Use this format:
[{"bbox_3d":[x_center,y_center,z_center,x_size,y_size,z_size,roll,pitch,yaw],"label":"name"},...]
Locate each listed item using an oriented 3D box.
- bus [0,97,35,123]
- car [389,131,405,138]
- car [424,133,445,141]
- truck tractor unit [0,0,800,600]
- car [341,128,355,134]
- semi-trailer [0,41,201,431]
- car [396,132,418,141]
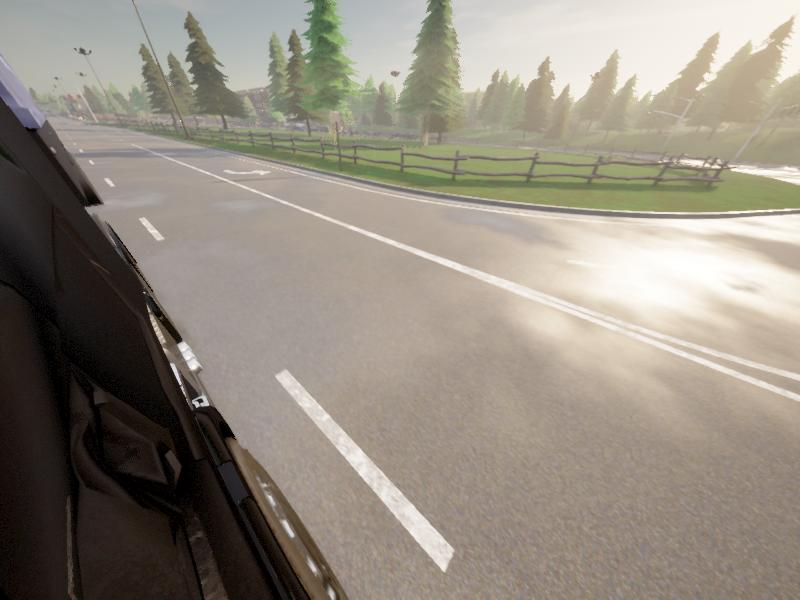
[{"bbox_3d":[-86.433,-42.258,51.422,10.273,4.253,3.944,28,43,30],"label":"bus"},{"bbox_3d":[-0.909,-51.244,71.383,5.008,1.535,1.882,28,43,30],"label":"car"},{"bbox_3d":[9.099,-43.157,61.130,5.366,1.575,1.801,28,43,30],"label":"car"},{"bbox_3d":[-2.645,-0.295,0.351,6.516,4.208,3.053,28,44,30],"label":"truck tractor unit"},{"bbox_3d":[-17.743,-57.570,78.724,5.238,1.638,1.930,28,43,30],"label":"car"},{"bbox_3d":[-8.698,-3.597,4.239,14.254,4.402,2.717,28,43,30],"label":"semi-trailer"},{"bbox_3d":[1.735,-41.592,58.632,5.027,1.651,2.152,28,43,30],"label":"car"}]
